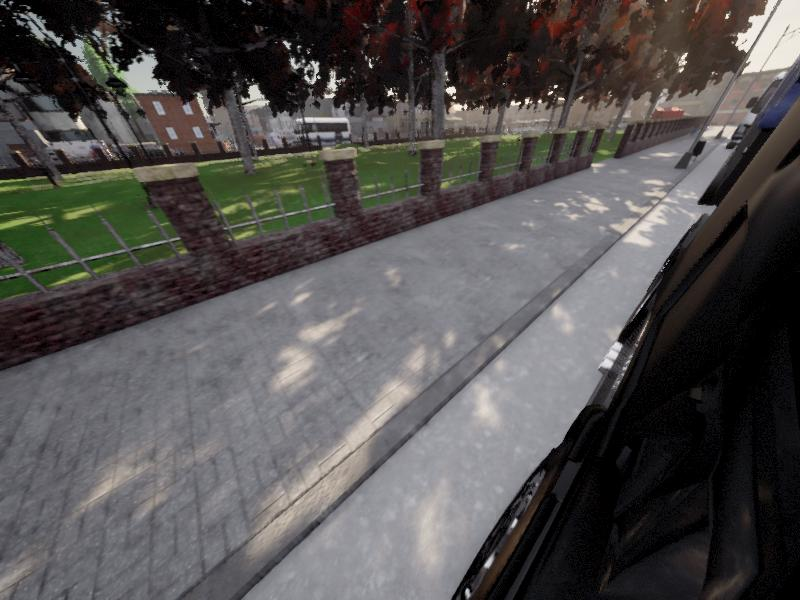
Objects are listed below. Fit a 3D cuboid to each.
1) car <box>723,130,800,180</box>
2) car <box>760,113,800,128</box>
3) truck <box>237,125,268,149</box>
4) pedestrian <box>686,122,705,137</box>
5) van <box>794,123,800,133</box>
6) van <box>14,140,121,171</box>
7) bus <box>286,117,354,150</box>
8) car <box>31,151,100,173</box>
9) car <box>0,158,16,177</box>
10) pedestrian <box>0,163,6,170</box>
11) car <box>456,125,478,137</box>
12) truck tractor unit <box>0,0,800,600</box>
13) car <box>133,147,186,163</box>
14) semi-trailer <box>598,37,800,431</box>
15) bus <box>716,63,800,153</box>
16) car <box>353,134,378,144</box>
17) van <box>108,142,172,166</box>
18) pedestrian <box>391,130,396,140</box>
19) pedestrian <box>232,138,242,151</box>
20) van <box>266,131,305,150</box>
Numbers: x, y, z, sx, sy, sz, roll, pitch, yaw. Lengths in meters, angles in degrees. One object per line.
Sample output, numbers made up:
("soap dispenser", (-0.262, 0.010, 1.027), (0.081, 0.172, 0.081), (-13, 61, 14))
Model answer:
("car", (16.883, -6.708, 10.437), (5.357, 1.411, 2.033), (-28, 43, -30))
("car", (63.212, -29.331, 37.832), (1.932, 1.855, 4.605), (8, 38, 14))
("truck", (-32.133, -35.351, 50.100), (2.891, 3.827, 8.468), (-28, 43, -30))
("pedestrian", (33.984, -19.621, 26.562), (0.751, 1.300, 0.751), (-28, 43, -30))
("van", (48.348, -20.847, 26.458), (5.915, 2.561, 1.988), (-28, 43, -30))
("van", (-37.399, -16.671, 26.487), (6.366, 2.431, 2.351), (-28, 44, -30))
("bus", (-14.049, -30.188, 41.707), (10.273, 4.253, 3.944), (-27, 48, -30))
("car", (-34.718, -14.499, 24.143), (3.633, 1.501, 1.845), (-29, 44, -31))
("car", (-40.152, -11.745, 20.906), (5.357, 1.411, 2.033), (-27, 43, -29))
("pedestrian", (-45.259, -15.394, 25.524), (0.751, 1.860, 0.751), (27, 46, 34))
("car", (16.687, -41.985, 57.354), (5.566, 2.045, 2.150), (-30, 44, -32))
("truck tractor unit", (2.645, -0.295, 0.351), (6.516, 4.208, 3.053), (-28, 44, -30))
("car", (-31.376, -19.126, 30.348), (4.718, 1.301, 1.895), (-26, 42, -28))
("semi-trailer", (8.707, -3.590, 4.232), (14.254, 4.402, 2.717), (-28, 43, -30))
("bus", (27.362, -13.376, 16.335), (10.273, 4.253, 3.944), (-28, 43, -30))
("car", (-6.838, -32.507, 46.634), (4.674, 1.442, 1.812), (-28, 43, -30))
("van", (-30.078, -17.093, 26.950), (4.442, 1.987, 1.775), (-29, 44, -31))
("pedestrian", (-1.549, -38.773, 54.155), (0.751, 1.860, 0.751), (-28, 44, -30))
("pedestrian", (-28.509, -27.348, 40.519), (0.751, 1.860, 0.751), (-17, 39, -18))
("van", (-19.617, -27.266, 39.587), (6.366, 2.431, 2.351), (20, 42, 27))
